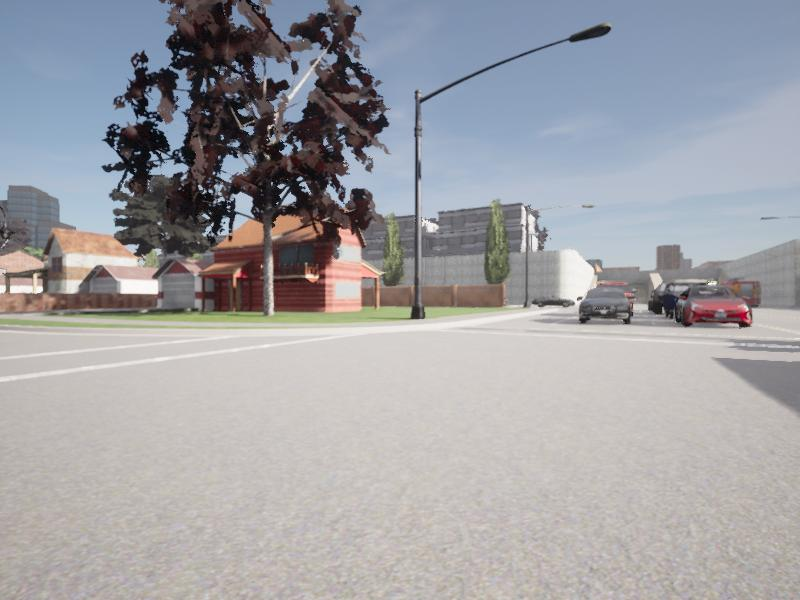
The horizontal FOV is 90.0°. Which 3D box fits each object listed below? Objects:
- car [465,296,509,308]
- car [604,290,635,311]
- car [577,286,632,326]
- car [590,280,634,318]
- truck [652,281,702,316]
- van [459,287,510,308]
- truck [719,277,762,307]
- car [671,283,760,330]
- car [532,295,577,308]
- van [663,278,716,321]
[{"bbox_3d":[11.547,0.259,53.131,5.357,1.411,2.033,0,0,29],"label":"car"},{"bbox_3d":[20.709,0.023,37.910,1.932,1.855,4.605,0,0,20],"label":"car"},{"bbox_3d":[8.932,0.237,17.309,1.837,1.490,4.892,0,0,30],"label":"car"},{"bbox_3d":[12.995,-0.049,24.377,2.150,2.045,5.566,0,0,30],"label":"car"},{"bbox_3d":[18.851,-0.081,27.504,2.390,2.098,6.274,0,0,30],"label":"truck"},{"bbox_3d":[10.445,-0.311,49.734,5.915,2.561,1.988,0,0,29],"label":"van"},{"bbox_3d":[46.150,-0.985,54.493,2.891,3.827,8.468,0,0,30],"label":"truck"},{"bbox_3d":[11.864,0.219,15.380,2.007,1.525,4.514,0,0,30],"label":"car"},{"bbox_3d":[18.870,0.197,49.037,4.902,1.511,2.128,0,0,29],"label":"car"},{"bbox_3d":[15.130,-0.017,21.136,1.775,1.987,4.442,0,0,30],"label":"van"}]
